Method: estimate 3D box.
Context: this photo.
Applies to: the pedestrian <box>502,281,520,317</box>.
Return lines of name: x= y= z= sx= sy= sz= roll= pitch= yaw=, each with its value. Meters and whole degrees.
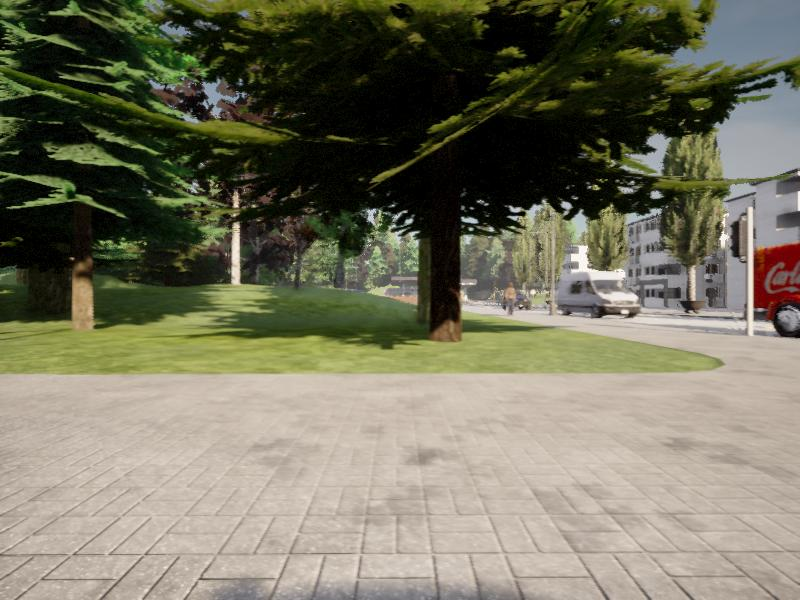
pedestrian: x=5.798 y=-0.068 z=20.886 sx=0.751 sy=1.860 sz=0.751 roll=0 pitch=0 yaw=4

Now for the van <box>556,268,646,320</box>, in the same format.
van: x=10.887 y=-0.279 z=22.357 sx=1.988 sy=2.561 sz=5.915 roll=0 pitch=0 yaw=-1

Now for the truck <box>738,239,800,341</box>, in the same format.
truck: x=10.988 y=-0.247 z=8.850 sx=2.627 sy=2.467 sz=5.204 roll=0 pitch=0 yaw=0

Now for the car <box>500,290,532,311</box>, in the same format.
car: x=10.797 y=0.043 z=37.455 sx=1.905 sy=1.878 sz=3.866 roll=0 pitch=0 yaw=0
